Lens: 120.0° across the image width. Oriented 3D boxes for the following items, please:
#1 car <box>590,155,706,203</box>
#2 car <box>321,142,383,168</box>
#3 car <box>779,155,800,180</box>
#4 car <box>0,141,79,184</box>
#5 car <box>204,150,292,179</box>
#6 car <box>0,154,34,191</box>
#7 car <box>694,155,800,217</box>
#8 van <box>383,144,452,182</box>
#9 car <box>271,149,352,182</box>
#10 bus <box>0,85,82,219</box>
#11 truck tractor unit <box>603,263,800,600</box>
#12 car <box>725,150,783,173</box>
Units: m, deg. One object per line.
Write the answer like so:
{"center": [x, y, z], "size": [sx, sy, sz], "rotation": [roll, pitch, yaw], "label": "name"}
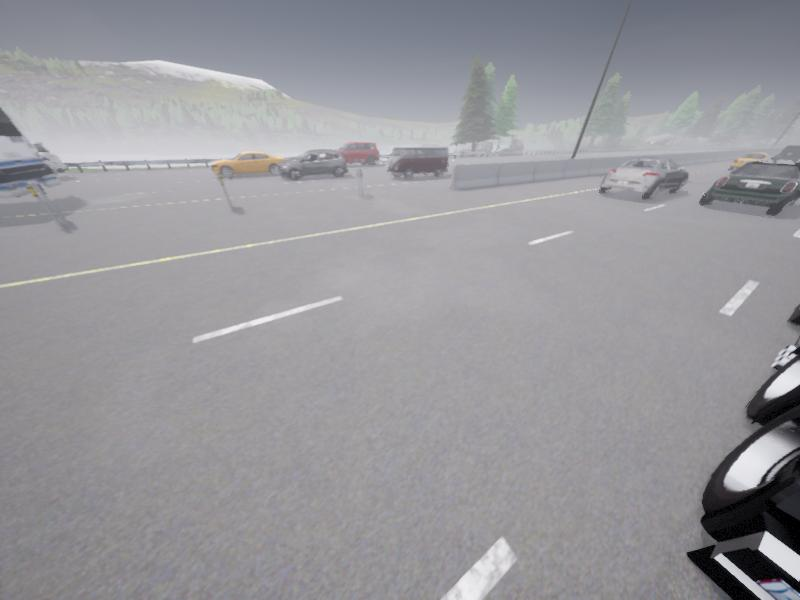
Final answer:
{"center": [12.565, -6.300, 11.745], "size": [5.027, 1.651, 2.152], "rotation": [-18, 39, -24], "label": "car"}
{"center": [-4.719, -14.685, 23.279], "size": [5.566, 2.045, 2.150], "rotation": [-18, 39, -25], "label": "car"}
{"center": [31.120, -9.994, 17.340], "size": [3.806, 1.475, 1.970], "rotation": [-18, 39, -24], "label": "car"}
{"center": [-24.499, -8.226, 13.816], "size": [5.566, 2.045, 2.150], "rotation": [-19, 39, -24], "label": "car"}
{"center": [-11.007, -10.113, 17.096], "size": [5.008, 1.535, 1.882], "rotation": [-18, 39, -24], "label": "car"}
{"center": [-22.860, -6.235, 11.431], "size": [4.514, 1.525, 2.007], "rotation": [-18, 39, -24], "label": "car"}
{"center": [15.124, -4.898, 9.598], "size": [4.553, 1.767, 2.097], "rotation": [-18, 39, -25], "label": "car"}
{"center": [1.224, -9.673, 16.176], "size": [4.442, 1.987, 1.775], "rotation": [-18, 39, -24], "label": "van"}
{"center": [-6.058, -9.474, 16.104], "size": [4.611, 1.667, 2.242], "rotation": [-18, 39, -24], "label": "car"}
{"center": [-18.319, -4.137, 6.064], "size": [10.273, 4.253, 3.944], "rotation": [-18, 39, -24], "label": "bus"}
{"center": [5.108, -0.304, 0.788], "size": [6.516, 4.208, 3.053], "rotation": [-18, 39, -24], "label": "truck tractor unit"}
{"center": [33.008, -12.968, 21.539], "size": [5.366, 1.575, 1.801], "rotation": [-18, 39, -25], "label": "car"}
